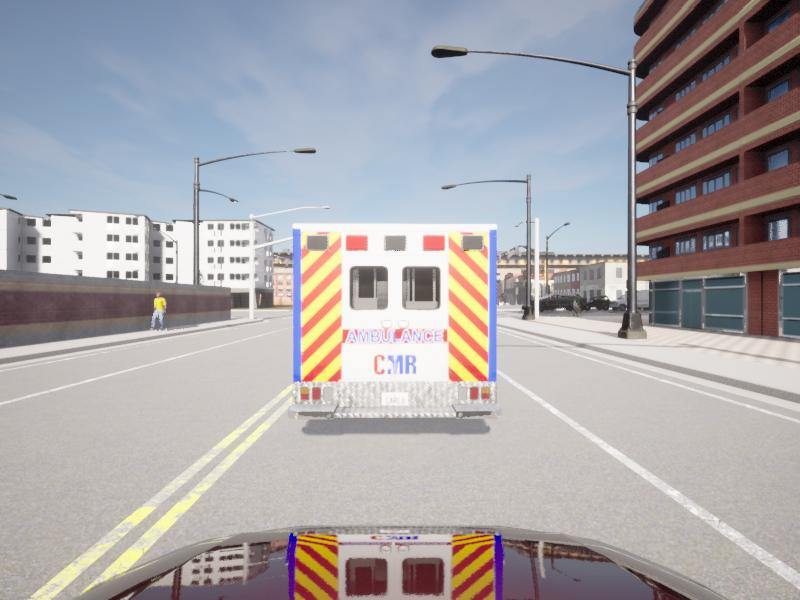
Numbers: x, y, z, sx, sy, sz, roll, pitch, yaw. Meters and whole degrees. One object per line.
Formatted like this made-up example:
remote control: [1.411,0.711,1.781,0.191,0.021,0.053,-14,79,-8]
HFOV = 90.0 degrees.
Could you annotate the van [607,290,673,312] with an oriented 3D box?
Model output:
van: [28.362,0.074,47.475,6.366,2.431,2.351,-1,0,0]

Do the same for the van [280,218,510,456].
van: [-0.088,0.378,7.271,2.351,2.431,6.366,0,0,-1]

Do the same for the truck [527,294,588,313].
truck: [18.633,0.385,47.550,6.274,2.098,2.390,-1,0,0]

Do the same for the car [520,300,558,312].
car: [17.686,0.766,51.057,4.181,1.385,1.994,-1,0,0]

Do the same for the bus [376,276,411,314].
bus: [-0.753,-0.563,49.989,3.944,4.253,10.273,0,0,-1]

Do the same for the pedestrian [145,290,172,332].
pedestrian: [-10.931,0.489,18.141,0.751,1.860,0.751,0,0,-1]

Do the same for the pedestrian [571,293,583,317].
pedestrian: [13.789,0.389,31.201,0.751,1.860,0.751,0,0,11]

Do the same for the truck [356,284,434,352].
truck: [-0.191,0.542,15.509,2.390,2.098,6.274,0,0,-1]

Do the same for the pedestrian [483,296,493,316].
pedestrian: [8.533,0.584,38.679,0.751,1.860,0.751,0,0,-2]

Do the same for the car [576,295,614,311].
car: [24.797,0.402,51.002,3.866,1.878,1.905,-1,0,0]
